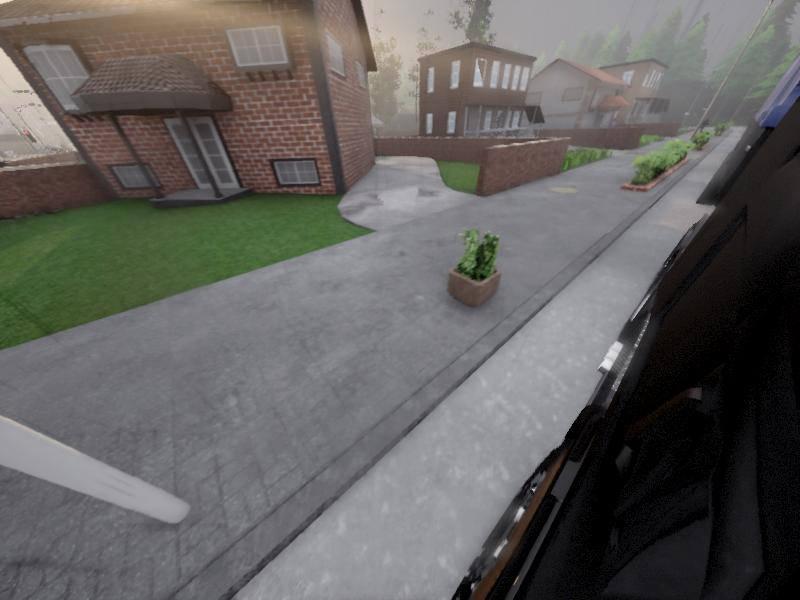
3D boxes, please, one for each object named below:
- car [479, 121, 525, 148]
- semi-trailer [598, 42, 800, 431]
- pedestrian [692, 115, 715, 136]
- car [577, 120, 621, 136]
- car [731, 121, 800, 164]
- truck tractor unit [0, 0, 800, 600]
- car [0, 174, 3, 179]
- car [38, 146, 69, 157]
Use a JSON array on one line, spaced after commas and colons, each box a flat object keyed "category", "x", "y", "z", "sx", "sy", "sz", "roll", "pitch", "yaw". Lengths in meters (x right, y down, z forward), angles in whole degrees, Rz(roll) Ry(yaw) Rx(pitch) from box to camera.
[{"category": "car", "x": 9.475, "y": -15.429, "z": 21.515, "sx": 3.866, "sy": 1.878, "sz": 1.905, "roll": -28, "pitch": 44, "yaw": -30}, {"category": "semi-trailer", "x": 8.698, "y": -3.597, "z": 4.240, "sx": 14.254, "sy": 4.402, "sz": 2.717, "roll": -28, "pitch": 44, "yaw": -30}, {"category": "pedestrian", "x": 34.536, "y": -19.819, "z": 26.314, "sx": 0.751, "sy": 1.860, "sz": 0.751, "roll": 27, "pitch": 46, "yaw": 33}, {"category": "car", "x": 25.426, "y": -22.014, "z": 29.658, "sx": 1.845, "sy": 1.501, "sz": 3.633, "roll": -28, "pitch": 44, "yaw": -30}, {"category": "car", "x": 20.967, "y": -8.987, "z": 13.046, "sx": 5.238, "sy": 1.638, "sz": 1.930, "roll": -28, "pitch": 44, "yaw": -30}, {"category": "truck tractor unit", "x": 2.645, "y": -0.295, "z": 0.351, "sx": 6.516, "sy": 4.208, "sz": 3.053, "roll": -28, "pitch": 44, "yaw": -30}, {"category": "car", "x": -30.656, "y": -8.743, "z": 15.912, "sx": 1.895, "sy": 1.301, "sz": 4.718, "roll": -27, "pitch": 43, "yaw": -29}, {"category": "car", "x": -61.541, "y": -26.388, "z": 41.071, "sx": 1.994, "sy": 1.385, "sz": 4.181, "roll": -28, "pitch": 44, "yaw": -30}]
